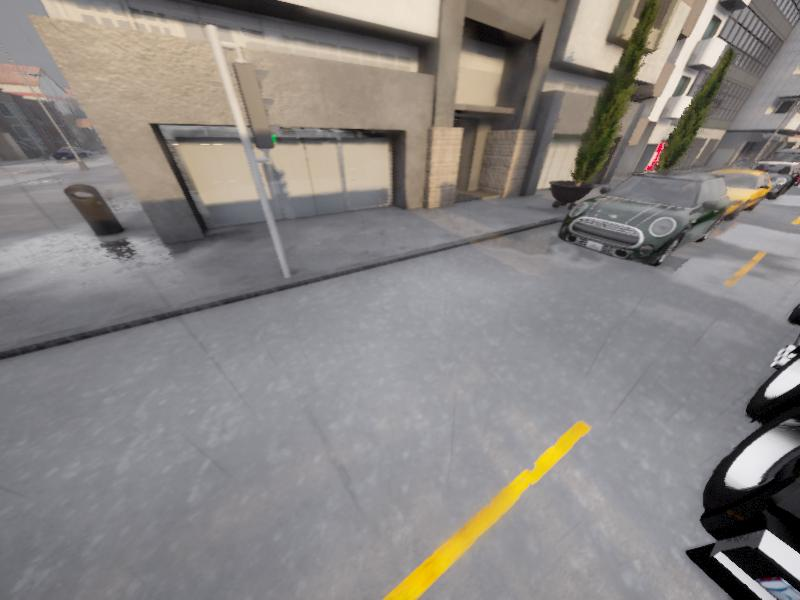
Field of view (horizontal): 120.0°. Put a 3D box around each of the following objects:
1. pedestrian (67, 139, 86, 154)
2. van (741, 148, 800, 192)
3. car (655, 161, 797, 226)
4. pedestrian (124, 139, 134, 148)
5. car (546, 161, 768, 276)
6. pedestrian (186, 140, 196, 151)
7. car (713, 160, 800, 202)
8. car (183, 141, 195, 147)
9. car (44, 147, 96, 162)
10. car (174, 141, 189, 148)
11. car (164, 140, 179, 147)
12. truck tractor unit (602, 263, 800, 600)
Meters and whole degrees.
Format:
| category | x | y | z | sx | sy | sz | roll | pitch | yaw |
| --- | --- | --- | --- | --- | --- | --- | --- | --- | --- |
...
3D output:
| category | x | y | z | sx | sy | sz | roll | pitch | yaw |
| --- | --- | --- | --- | --- | --- | --- | --- | --- | --- |
| pedestrian | -51.123 | -24.259 | 36.526 | 0.751 | 1.860 | 0.751 | -10 | 36 | -15 |
| van | 23.344 | -7.951 | 13.945 | 4.442 | 1.987 | 1.775 | -18 | 39 | -24 |
| car | 12.586 | -4.286 | 8.920 | 5.366 | 1.575 | 1.801 | -18 | 39 | -24 |
| pedestrian | -66.084 | -38.194 | 56.412 | 0.751 | 1.860 | 0.751 | -20 | 39 | -26 |
| car | 6.426 | -2.369 | 5.914 | 4.553 | 1.767 | 2.097 | -18 | 39 | -24 |
| pedestrian | -40.504 | -29.890 | 44.731 | 0.751 | 1.860 | 0.751 | -19 | 39 | -26 |
| car | 18.567 | -6.188 | 11.807 | 3.806 | 1.475 | 1.970 | -18 | 39 | -25 |
| car | -66.856 | -49.504 | 73.258 | 1.812 | 1.442 | 4.674 | -18 | 39 | -24 |
| car | -39.214 | -17.475 | 27.609 | 1.895 | 1.301 | 4.718 | -18 | 39 | -24 |
| car | -59.971 | -42.733 | 63.472 | 1.801 | 1.575 | 5.366 | -18 | 39 | -24 |
| car | -69.121 | -47.271 | 69.852 | 1.930 | 1.638 | 5.238 | -18 | 39 | -24 |
| truck tractor unit | 5.113 | -0.297 | 0.789 | 6.516 | 4.208 | 3.053 | -18 | 39 | -24 |
